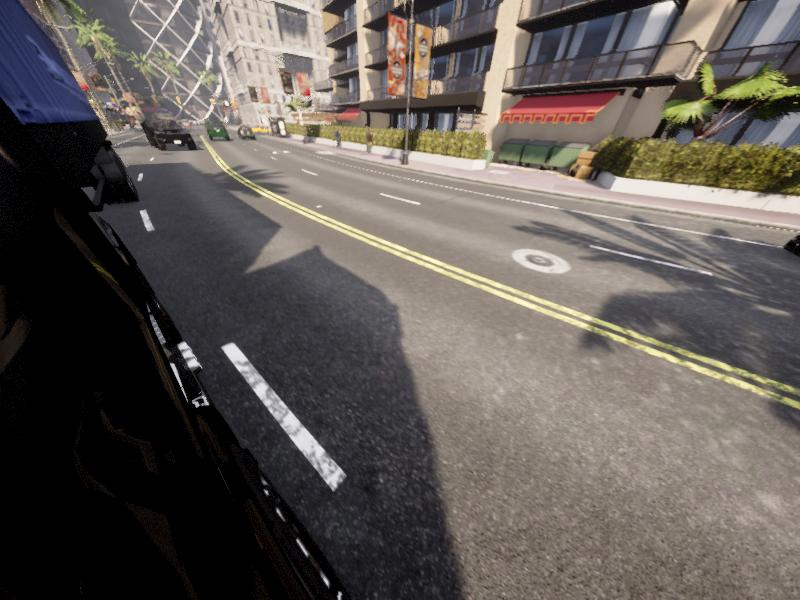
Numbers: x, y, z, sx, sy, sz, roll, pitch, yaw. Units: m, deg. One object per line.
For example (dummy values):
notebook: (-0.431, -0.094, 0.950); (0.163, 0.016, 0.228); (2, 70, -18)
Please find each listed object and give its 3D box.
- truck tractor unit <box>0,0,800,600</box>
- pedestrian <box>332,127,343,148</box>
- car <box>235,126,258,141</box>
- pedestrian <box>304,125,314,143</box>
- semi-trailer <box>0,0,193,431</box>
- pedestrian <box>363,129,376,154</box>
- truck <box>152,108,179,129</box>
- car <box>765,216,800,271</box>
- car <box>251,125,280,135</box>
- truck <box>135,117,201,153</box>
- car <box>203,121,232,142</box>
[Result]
truck tractor unit: (-2.645, -0.295, 0.351); (6.516, 4.208, 3.053); (28, 44, 30)
pedestrian: (-6.860, -17.886, 25.419); (0.751, 1.860, 0.751); (-23, 43, -30)
car: (-22.230, -24.090, 33.335); (1.851, 1.617, 3.988); (-22, 43, -29)
pedestrian: (-12.239, -22.276, 30.992); (0.751, 1.860, 0.751); (-22, 43, -29)
semi-trailer: (-8.274, -3.850, 4.621); (2.717, 4.402, 14.254); (-29, 47, -35)
pedestrian: (-2.720, -14.163, 20.667); (0.751, 1.860, 0.751); (-23, 44, -30)
truck: (-57.560, -44.634, 56.947); (2.891, 3.827, 8.468); (-22, 43, -29)
car: (10.581, -0.768, 4.089); (3.806, 1.475, 1.970); (22, 41, 24)
car: (-29.816, -37.847, 51.383); (5.366, 1.575, 1.801); (-16, 40, -23)
truck: (-19.421, -13.795, 19.261); (6.274, 2.098, 2.390); (30, 45, 32)
car: (-23.957, -22.149, 30.255); (2.150, 2.045, 5.566); (-21, 42, -28)
